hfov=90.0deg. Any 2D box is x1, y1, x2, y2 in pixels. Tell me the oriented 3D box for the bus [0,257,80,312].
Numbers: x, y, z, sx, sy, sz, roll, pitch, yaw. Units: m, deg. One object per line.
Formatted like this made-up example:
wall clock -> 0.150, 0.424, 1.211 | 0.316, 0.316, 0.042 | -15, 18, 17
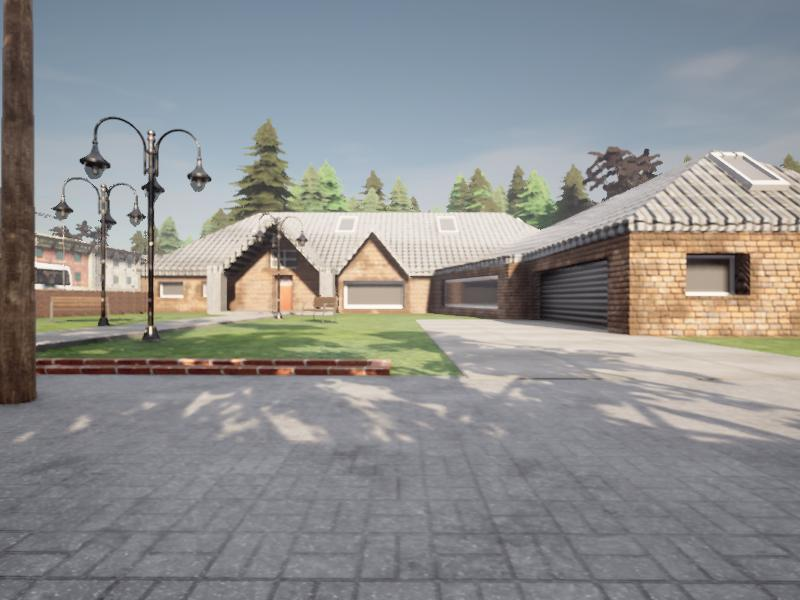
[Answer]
bus -> -32.777, -1.216, 33.362 | 3.944, 4.253, 10.273 | 0, 0, 0
